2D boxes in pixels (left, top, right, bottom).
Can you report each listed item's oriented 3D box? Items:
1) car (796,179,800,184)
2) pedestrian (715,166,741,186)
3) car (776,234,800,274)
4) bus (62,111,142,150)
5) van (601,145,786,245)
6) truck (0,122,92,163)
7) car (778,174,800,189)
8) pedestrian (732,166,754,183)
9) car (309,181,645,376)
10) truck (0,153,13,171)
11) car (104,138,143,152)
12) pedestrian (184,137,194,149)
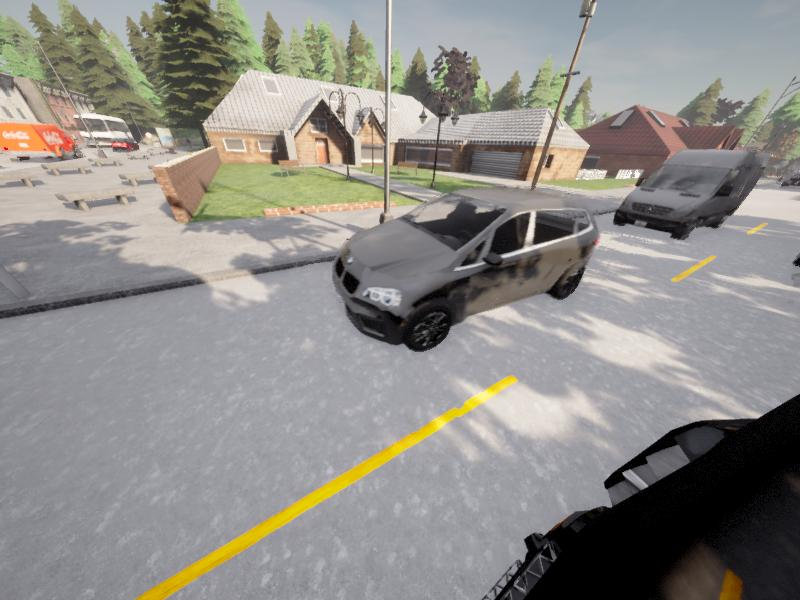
[{"bbox_3d":[65.056,-19.064,36.330,3.806,1.475,1.970,-15,37,-25],"label":"car"},{"bbox_3d":[35.664,-13.521,25.142,0.751,1.860,0.751,-16,38,-26],"label":"pedestrian"},{"bbox_3d":[12.272,-1.533,5.835,4.902,1.511,2.128,-17,38,-27],"label":"car"},{"bbox_3d":[-46.442,-26.695,36.774,3.944,4.253,10.273,-16,38,-26],"label":"bus"},{"bbox_3d":[10.633,-3.964,8.438,5.915,2.561,1.988,-15,37,-24],"label":"van"},{"bbox_3d":[-29.261,-12.932,18.966,2.627,2.467,5.204,-15,38,-25],"label":"truck"},{"bbox_3d":[48.939,-14.453,28.243,4.181,1.385,1.994,-15,38,-25],"label":"car"},{"bbox_3d":[44.036,-16.095,29.663,0.751,1.860,0.751,-24,42,-34],"label":"pedestrian"},{"bbox_3d":[1.212,-0.919,3.918,4.611,1.667,2.242,-14,37,-24],"label":"car"},{"bbox_3d":[-23.579,-7.166,11.037,2.390,2.098,6.274,-15,38,-25],"label":"truck"},{"bbox_3d":[-38.455,-21.691,32.298,2.007,1.525,4.514,-15,38,-25],"label":"car"},{"bbox_3d":[-40.940,-30.446,44.764,0.751,1.860,0.751,-17,38,-27],"label":"pedestrian"}]
